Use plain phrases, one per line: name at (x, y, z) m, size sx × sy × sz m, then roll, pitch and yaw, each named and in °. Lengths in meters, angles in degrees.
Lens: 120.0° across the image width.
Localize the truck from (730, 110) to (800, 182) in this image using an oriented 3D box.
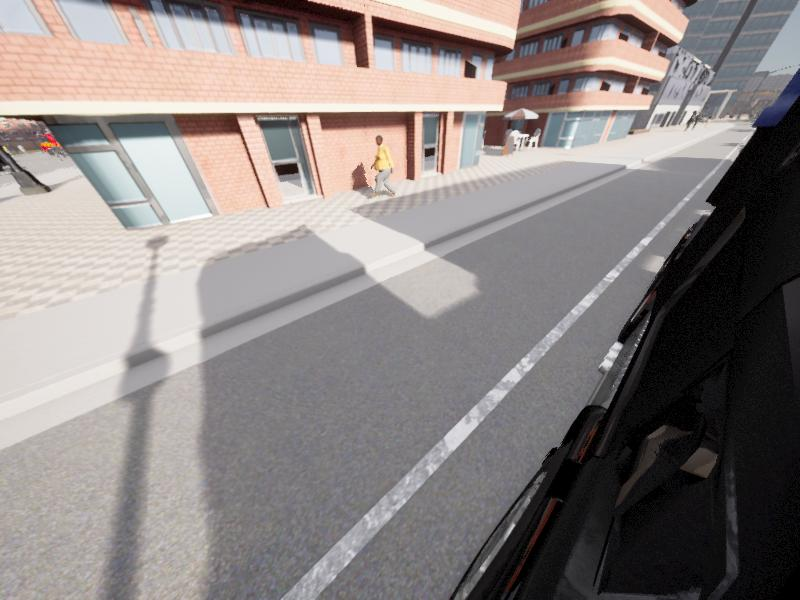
truck at (16.870, -6.677, 9.727) m, size 6.274 × 2.098 × 2.390 m, roll -27°, pitch 43°, yaw -29°

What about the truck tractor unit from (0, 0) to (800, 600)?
truck tractor unit at (2.645, -0.295, 0.351) m, size 6.516 × 4.208 × 3.053 m, roll -28°, pitch 44°, yaw -30°

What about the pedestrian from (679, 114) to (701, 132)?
pedestrian at (36.863, -22.468, 29.357) m, size 0.751 × 1.860 × 0.751 m, roll -17°, pitch 39°, yaw -18°

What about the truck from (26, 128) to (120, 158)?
truck at (-56.651, -27.723, 40.604) m, size 8.468 × 3.827 × 2.891 m, roll -25°, pitch 42°, yaw -27°

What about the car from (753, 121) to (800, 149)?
car at (27.703, -11.914, 16.626) m, size 4.181 × 1.385 × 1.994 m, roll -27°, pitch 43°, yaw -29°

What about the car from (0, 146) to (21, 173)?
car at (-40.746, -13.712, 22.563) m, size 2.150 × 2.045 × 5.566 m, roll -29°, pitch 45°, yaw -31°

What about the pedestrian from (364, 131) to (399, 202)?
pedestrian at (-0.574, -4.319, 7.520) m, size 0.751 × 1.860 × 0.751 m, roll -19°, pitch 40°, yaw -21°

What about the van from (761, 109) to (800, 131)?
van at (47.308, -22.219, 28.549) m, size 4.480 × 2.038 × 2.069 m, roll -27°, pitch 43°, yaw -29°

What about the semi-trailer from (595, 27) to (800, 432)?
semi-trailer at (8.855, -3.495, 4.065) m, size 14.254 × 4.402 × 2.717 m, roll -26°, pitch 43°, yaw -28°
